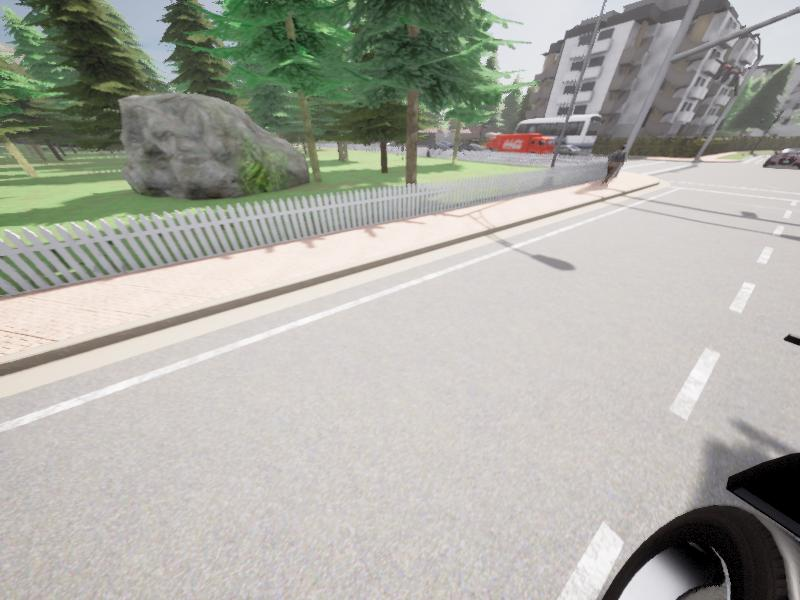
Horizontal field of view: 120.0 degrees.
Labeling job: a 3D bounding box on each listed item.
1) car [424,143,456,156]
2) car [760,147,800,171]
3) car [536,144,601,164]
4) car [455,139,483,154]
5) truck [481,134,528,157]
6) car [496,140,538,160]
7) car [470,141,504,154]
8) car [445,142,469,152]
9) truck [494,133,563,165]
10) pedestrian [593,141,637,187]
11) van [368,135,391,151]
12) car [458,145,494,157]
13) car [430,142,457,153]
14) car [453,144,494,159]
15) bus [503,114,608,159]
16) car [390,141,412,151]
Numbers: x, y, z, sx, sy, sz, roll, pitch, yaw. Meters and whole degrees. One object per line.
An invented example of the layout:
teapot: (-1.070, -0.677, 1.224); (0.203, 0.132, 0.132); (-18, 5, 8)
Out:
car: (5.829, -22.280, 34.164); (1.837, 1.490, 4.892); (-20, 40, -25)
car: (32.235, -11.729, 19.096); (4.181, 1.385, 1.994); (-21, 40, -27)
car: (17.454, -15.385, 24.276); (2.128, 1.511, 4.902); (-20, 40, -25)
car: (11.181, -25.140, 37.832); (1.905, 1.878, 3.866); (-20, 40, -25)
truck: (14.756, -22.076, 32.957); (2.627, 2.467, 5.204); (-20, 40, -25)
car: (14.241, -18.499, 28.389); (1.905, 1.878, 3.866); (-20, 40, -26)
car: (14.507, -25.764, 38.960); (1.801, 1.575, 5.366); (-20, 40, -25)
car: (10.737, -29.152, 43.979); (1.994, 1.385, 4.181); (-20, 40, -25)
truck: (13.182, -15.898, 24.206); (2.627, 2.467, 5.204); (-20, 40, -25)
pedestrian: (10.574, -6.719, 11.436); (0.751, 1.860, 0.751); (-21, 40, -26)
van: (-4.117, -31.874, 46.943); (1.988, 2.561, 5.915); (-20, 40, -25)
car: (10.823, -21.412, 33.065); (1.895, 1.301, 4.718); (-20, 40, -25)
car: (7.905, -28.019, 42.247); (1.882, 1.535, 5.008); (-20, 40, -25)
car: (9.295, -19.084, 29.602); (1.837, 1.490, 4.892); (-20, 40, -25)
bus: (19.907, -21.739, 30.889); (3.944, 4.253, 10.273); (-20, 40, -25)
car: (0.143, -31.395, 47.024); (2.152, 1.651, 5.027); (-20, 40, -25)
